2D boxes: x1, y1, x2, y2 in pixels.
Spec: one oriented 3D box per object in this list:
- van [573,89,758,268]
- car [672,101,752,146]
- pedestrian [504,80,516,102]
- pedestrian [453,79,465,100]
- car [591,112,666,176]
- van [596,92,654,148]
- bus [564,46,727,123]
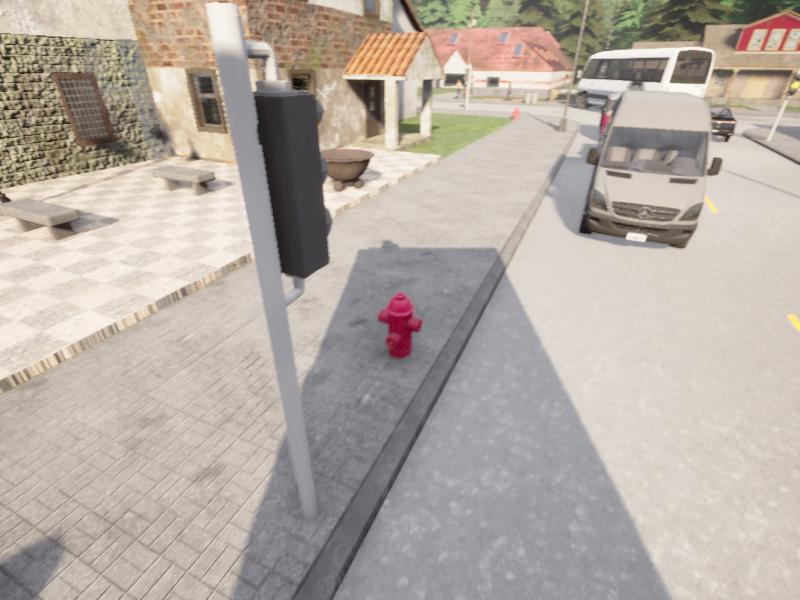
[{"bbox_3d":[5.564,-3.230,9.152,1.988,2.561,5.915,14,33,21],"label":"van"},{"bbox_3d":[15.817,-9.217,20.630,2.128,1.511,4.902,14,33,21],"label":"car"},{"bbox_3d":[10.688,-20.366,38.982,0.751,1.860,0.751,12,32,18],"label":"pedestrian"},{"bbox_3d":[5.954,-21.389,40.629,0.751,1.860,0.751,-12,33,-21],"label":"pedestrian"},{"bbox_3d":[8.197,-5.813,14.601,1.789,1.549,3.705,13,33,20],"label":"car"},{"bbox_3d":[10.721,-8.823,19.372,1.775,1.987,4.442,13,33,20],"label":"van"},{"bbox_3d":[17.236,-16.102,29.717,3.944,4.253,10.273,-4,31,-10],"label":"bus"}]
